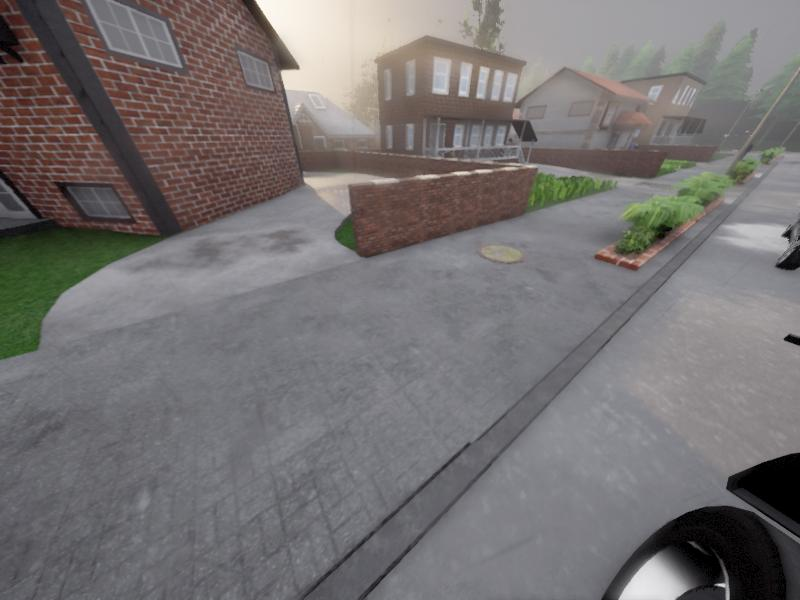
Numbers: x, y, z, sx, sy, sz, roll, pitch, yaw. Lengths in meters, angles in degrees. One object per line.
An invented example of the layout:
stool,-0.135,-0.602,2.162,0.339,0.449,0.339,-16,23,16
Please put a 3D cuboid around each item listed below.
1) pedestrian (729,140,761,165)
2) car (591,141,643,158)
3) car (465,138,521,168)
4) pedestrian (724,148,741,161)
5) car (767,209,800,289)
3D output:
pedestrian,30.702,-13.140,20.571,0.751,1.860,0.751,-23,41,-29
car,24.181,-16.904,25.859,1.845,1.501,3.633,-22,41,-28
car,7.365,-11.798,18.424,3.866,1.878,1.905,-22,41,-28
pedestrian,35.082,-15.364,24.365,0.500,1.100,0.500,-22,40,-27
car,9.654,-1.439,4.485,5.238,1.638,1.930,-22,41,-28
